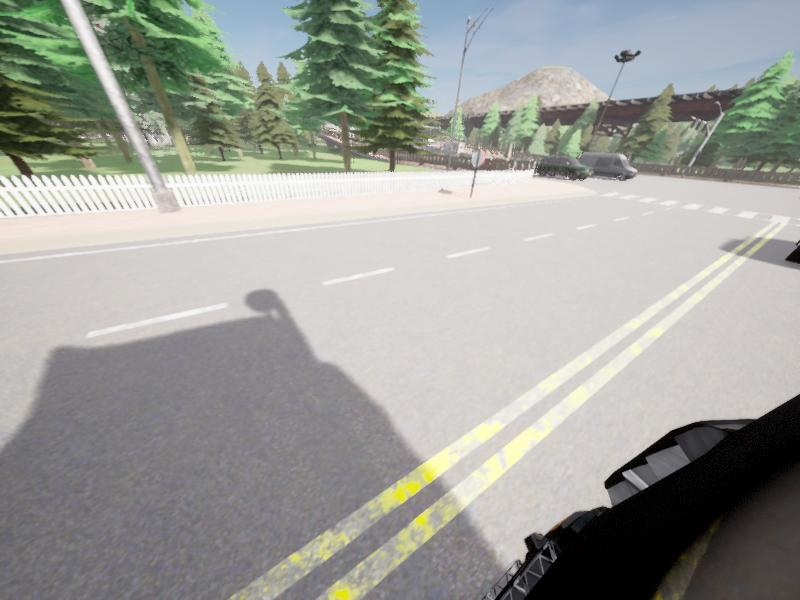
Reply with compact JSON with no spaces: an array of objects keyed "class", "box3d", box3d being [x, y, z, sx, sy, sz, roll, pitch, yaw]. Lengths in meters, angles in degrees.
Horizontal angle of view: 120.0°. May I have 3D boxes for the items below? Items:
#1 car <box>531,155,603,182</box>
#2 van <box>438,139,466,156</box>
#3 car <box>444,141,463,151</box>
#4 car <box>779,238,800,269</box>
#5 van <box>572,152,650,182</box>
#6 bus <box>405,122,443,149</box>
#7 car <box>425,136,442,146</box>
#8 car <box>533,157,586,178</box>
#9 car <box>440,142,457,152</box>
[{"class":"car","box3d":[17.464,-14.070,24.603,2.150,2.045,5.566,-15,37,-25]},{"class":"van","box3d":[11.879,-35.339,53.448,2.351,2.431,6.366,-17,45,-27]},{"class":"car","box3d":[14.150,-40.863,61.310,2.163,1.488,4.792,-17,46,-27]},{"class":"car","box3d":[12.626,-1.736,5.922,4.553,1.767,2.097,-16,38,-26]},{"class":"van","box3d":[24.249,-15.595,26.970,1.988,2.561,5.915,-17,39,-28]},{"class":"bus","box3d":[5.905,-42.735,59.960,3.944,4.253,10.273,-17,46,-27]},{"class":"car","box3d":[9.617,-46.044,66.702,1.801,1.575,5.366,-17,46,-27]},{"class":"car","box3d":[19.232,-16.267,28.186,1.932,1.855,4.605,-17,38,-28]},{"class":"car","box3d":[12.245,-38.740,58.426,1.816,1.474,4.193,-17,46,-27]}]
